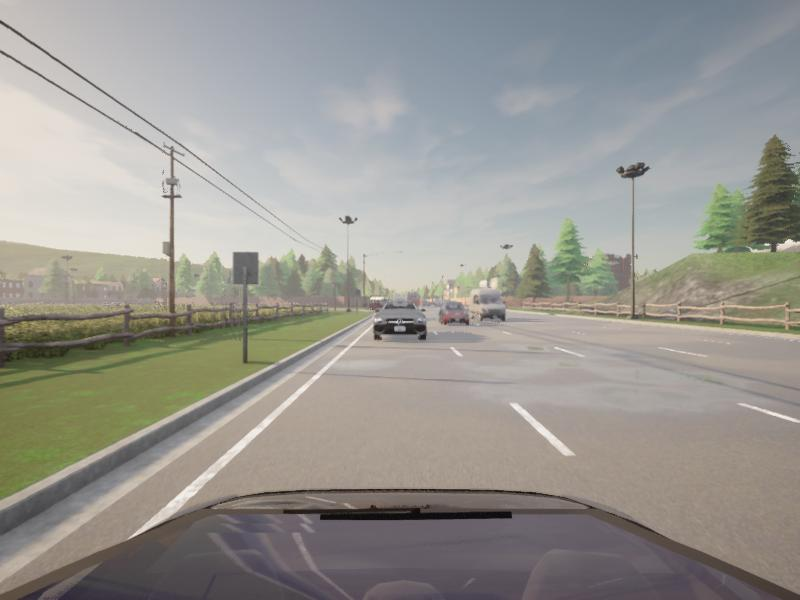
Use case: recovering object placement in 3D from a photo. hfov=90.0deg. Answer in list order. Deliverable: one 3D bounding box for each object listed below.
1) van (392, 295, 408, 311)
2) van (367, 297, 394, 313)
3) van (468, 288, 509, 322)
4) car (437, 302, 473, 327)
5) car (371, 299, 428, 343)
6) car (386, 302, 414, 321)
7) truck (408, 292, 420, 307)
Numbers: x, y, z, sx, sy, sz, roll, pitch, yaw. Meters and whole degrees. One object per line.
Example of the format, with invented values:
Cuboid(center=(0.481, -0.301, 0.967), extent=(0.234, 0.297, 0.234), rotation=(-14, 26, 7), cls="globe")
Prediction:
Cuboid(center=(-0.005, 0.481, 62.638), extent=(2.351, 2.431, 6.366), rotation=(0, 0, 0), cls="van")
Cuboid(center=(-2.649, 0.666, 53.770), extent=(2.069, 2.038, 4.480), rotation=(1, -1, -25), cls="van")
Cuboid(center=(6.994, 0.376, 32.392), extent=(1.988, 2.561, 5.915), rotation=(0, 0, 0), cls="van")
Cuboid(center=(3.497, 0.869, 26.170), extent=(1.845, 1.501, 3.633), rotation=(0, 0, 0), cls="car")
Cuboid(center=(-0.001, 0.811, 17.623), extent=(2.152, 1.651, 5.027), rotation=(0, 0, 0), cls="car")
Cuboid(center=(-0.002, 0.906, 33.505), extent=(2.163, 1.488, 4.792), rotation=(0, 0, 0), cls="car")
Cuboid(center=(3.491, -0.156, 103.510), extent=(2.891, 3.827, 8.468), rotation=(0, 0, 0), cls="truck")
